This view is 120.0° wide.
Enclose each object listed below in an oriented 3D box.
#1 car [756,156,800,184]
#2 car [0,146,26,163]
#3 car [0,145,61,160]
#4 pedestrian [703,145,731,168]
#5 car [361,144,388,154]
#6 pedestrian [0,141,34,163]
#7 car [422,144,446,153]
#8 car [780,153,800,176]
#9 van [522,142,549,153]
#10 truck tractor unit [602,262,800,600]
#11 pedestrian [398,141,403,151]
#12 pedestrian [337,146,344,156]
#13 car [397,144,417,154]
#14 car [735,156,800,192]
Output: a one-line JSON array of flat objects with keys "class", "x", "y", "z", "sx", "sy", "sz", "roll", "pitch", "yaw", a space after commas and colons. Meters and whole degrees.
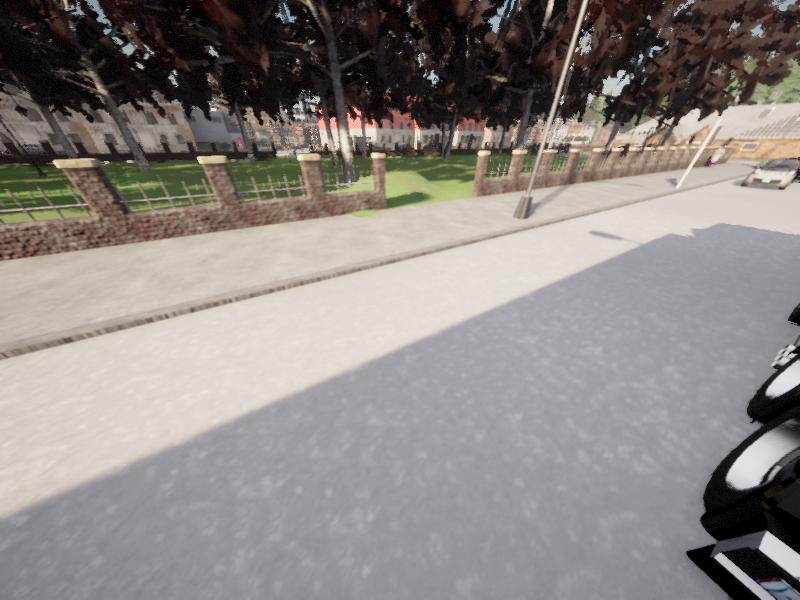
[{"class": "car", "x": 28.516, "y": -9.455, "z": 16.663, "sx": 5.357, "sy": 1.411, "sz": 2.033, "roll": -18, "pitch": 39, "yaw": -25}, {"class": "car", "x": -44.228, "y": -15.573, "z": 24.695, "sx": 3.806, "sy": 1.475, "sz": 1.970, "roll": -18, "pitch": 39, "yaw": -25}, {"class": "car", "x": -45.064, "y": -17.969, "z": 28.086, "sx": 3.633, "sy": 1.501, "sz": 1.845, "roll": -18, "pitch": 39, "yaw": -25}, {"class": "pedestrian", "x": 31.175, "y": -14.111, "z": 22.754, "sx": 0.751, "sy": 1.860, "sz": 0.751, "roll": -18, "pitch": 39, "yaw": -25}, {"class": "car", "x": -4.808, "y": -28.486, "z": 43.601, "sx": 4.514, "sy": 1.525, "sz": 2.007, "roll": -18, "pitch": 39, "yaw": -24}, {"class": "pedestrian", "x": -38.532, "y": -14.931, "z": 23.264, "sx": 0.751, "sy": 1.860, "sz": 0.751, "roll": -14, "pitch": 37, "yaw": -20}, {"class": "car", "x": 7.240, "y": -32.402, "z": 49.378, "sx": 4.892, "sy": 1.490, "sz": 1.837, "roll": -19, "pitch": 39, "yaw": -25}, {"class": "car", "x": 34.946, "y": -11.544, "z": 19.567, "sx": 5.366, "sy": 1.575, "sz": 1.801, "roll": -18, "pitch": 39, "yaw": -24}, {"class": "van", "x": 29.778, "y": -33.635, "z": 50.885, "sx": 2.069, "sy": 2.038, "sz": 4.480, "roll": -18, "pitch": 39, "yaw": -24}, {"class": "truck tractor unit", "x": 5.110, "y": -0.300, "z": 0.787, "sx": 6.516, "sy": 4.208, "sz": 3.053, "roll": -18, "pitch": 39, "yaw": -24}, {"class": "pedestrian", "x": 0.171, "y": -35.840, "z": 53.709, "sx": 0.751, "sy": 1.860, "sz": 0.751, "roll": -28, "pitch": 44, "yaw": -34}, {"class": "pedestrian", "x": -9.450, "y": -23.809, "z": 36.802, "sx": 0.751, "sy": 1.300, "sz": 0.751, "roll": -18, "pitch": 39, "yaw": -24}, {"class": "car", "x": 1.414, "y": -30.527, "z": 46.573, "sx": 3.705, "sy": 1.549, "sz": 1.789, "roll": -18, "pitch": 39, "yaw": -24}, {"class": "car", "x": 22.653, "y": -7.672, "z": 13.924, "sx": 3.633, "sy": 1.501, "sz": 1.845, "roll": -19, "pitch": 39, "yaw": -26}]
